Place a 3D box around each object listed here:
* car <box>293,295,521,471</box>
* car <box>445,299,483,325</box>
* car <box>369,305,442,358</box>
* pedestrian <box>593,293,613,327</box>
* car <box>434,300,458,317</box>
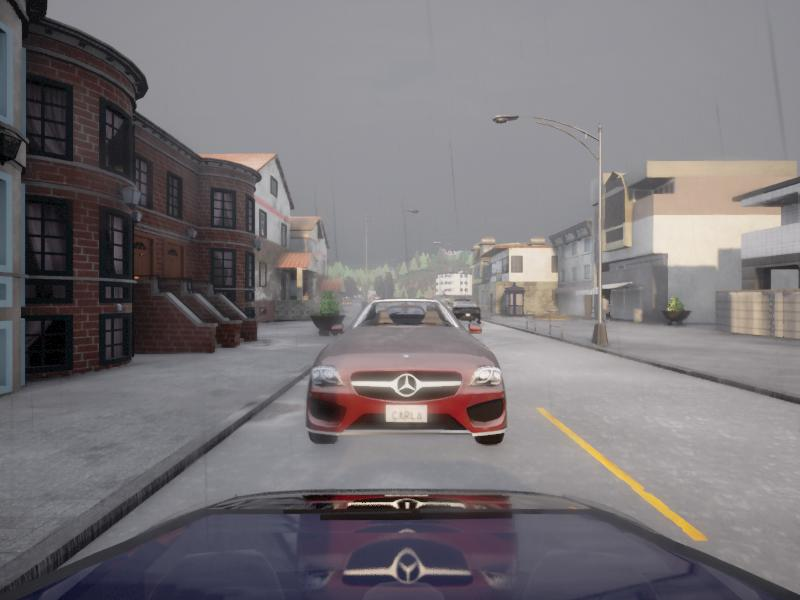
[{"bbox_3d":[0.089,0.781,6.286,2.152,1.651,5.027,0,0,1],"label":"car"},{"bbox_3d":[4.356,0.771,28.033,1.930,1.638,5.238,0,0,1],"label":"car"},{"bbox_3d":[0.180,0.895,13.768,2.033,1.411,5.357,0,0,1],"label":"car"},{"bbox_3d":[11.376,0.547,22.394,0.751,1.860,0.751,0,0,2],"label":"pedestrian"},{"bbox_3d":[4.498,0.801,39.537,1.801,1.575,5.366,0,0,1],"label":"car"}]
